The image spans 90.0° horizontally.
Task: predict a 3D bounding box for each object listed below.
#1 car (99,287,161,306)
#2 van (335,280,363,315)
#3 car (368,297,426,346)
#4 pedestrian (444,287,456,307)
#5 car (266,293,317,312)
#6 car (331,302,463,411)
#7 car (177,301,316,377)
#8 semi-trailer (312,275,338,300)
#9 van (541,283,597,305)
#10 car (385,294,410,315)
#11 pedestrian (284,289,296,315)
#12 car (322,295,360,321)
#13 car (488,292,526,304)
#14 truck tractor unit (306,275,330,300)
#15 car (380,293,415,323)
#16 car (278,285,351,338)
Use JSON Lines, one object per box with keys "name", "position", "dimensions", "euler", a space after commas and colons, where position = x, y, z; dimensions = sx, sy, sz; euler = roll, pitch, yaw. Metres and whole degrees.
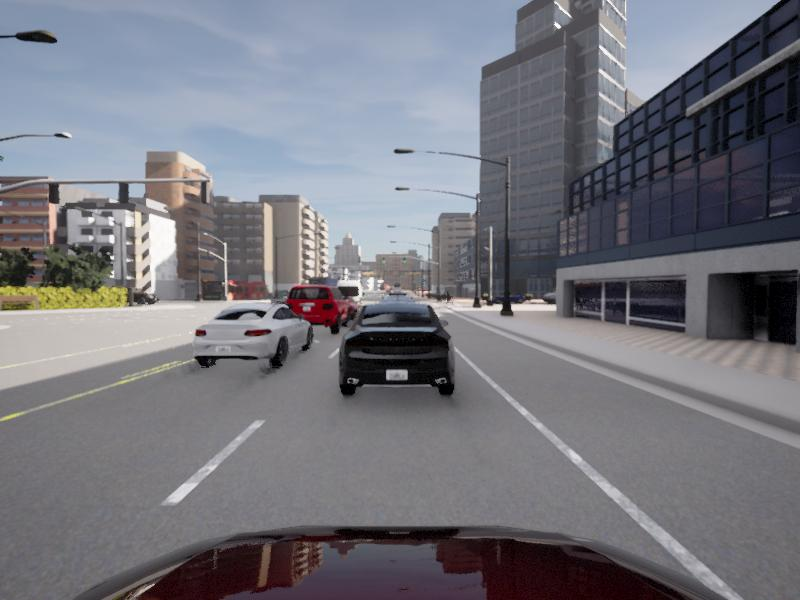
{"name": "car", "position": [-30.379, -0.418, 45.176], "dimensions": [5.566, 2.045, 2.150], "euler": [0, 2, 0]}
{"name": "van", "position": [-4.096, -0.271, 32.778], "dimensions": [1.988, 2.561, 5.915], "euler": [0, 2, -5]}
{"name": "car", "position": [-0.104, 0.672, 15.500], "dimensions": [1.882, 1.535, 5.008], "euler": [0, 1, 0]}
{"name": "pedestrian", "position": [4.808, -0.280, 38.456], "dimensions": [0.751, 1.860, 0.751], "euler": [2, 2, 42]}
{"name": "car", "position": [-9.416, 0.155, 35.175], "dimensions": [1.882, 1.535, 5.008], "euler": [1, 2, 19]}
{"name": "car", "position": [-0.055, 0.794, 7.985], "dimensions": [1.837, 1.490, 4.892], "euler": [0, 0, 0]}
{"name": "car", "position": [-3.571, 0.793, 10.348], "dimensions": [1.812, 1.442, 4.674], "euler": [0, 1, 0]}
{"name": "semi-trailer", "position": [-14.554, -2.342, 78.940], "dimensions": [2.717, 4.402, 14.254], "euler": [0, 1, -1]}
{"name": "van", "position": [20.439, -0.762, 48.605], "dimensions": [5.915, 2.561, 1.988], "euler": [0, 2, 0]}
{"name": "car", "position": [-0.196, 0.293, 31.644], "dimensions": [1.816, 1.474, 4.193], "euler": [0, 2, 0]}
{"name": "pedestrian", "position": [-8.181, 0.131, 29.780], "dimensions": [0.751, 1.860, 0.751], "euler": [0, 2, -12]}
{"name": "car", "position": [-3.693, 0.462, 25.805], "dimensions": [1.812, 1.442, 4.674], "euler": [0, 2, 0]}
{"name": "car", "position": [12.959, -0.232, 48.631], "dimensions": [4.193, 1.474, 1.816], "euler": [0, 2, 0]}
{"name": "truck tractor unit", "position": [-14.454, -2.103, 71.031], "dimensions": [3.053, 4.208, 6.516], "euler": [0, 1, 0]}
{"name": "car", "position": [-0.164, 0.400, 24.532], "dimensions": [1.930, 1.638, 5.238], "euler": [0, 1, 0]}
{"name": "car", "position": [-3.625, 0.362, 18.184], "dimensions": [2.150, 2.045, 5.566], "euler": [0, 1, 0]}
